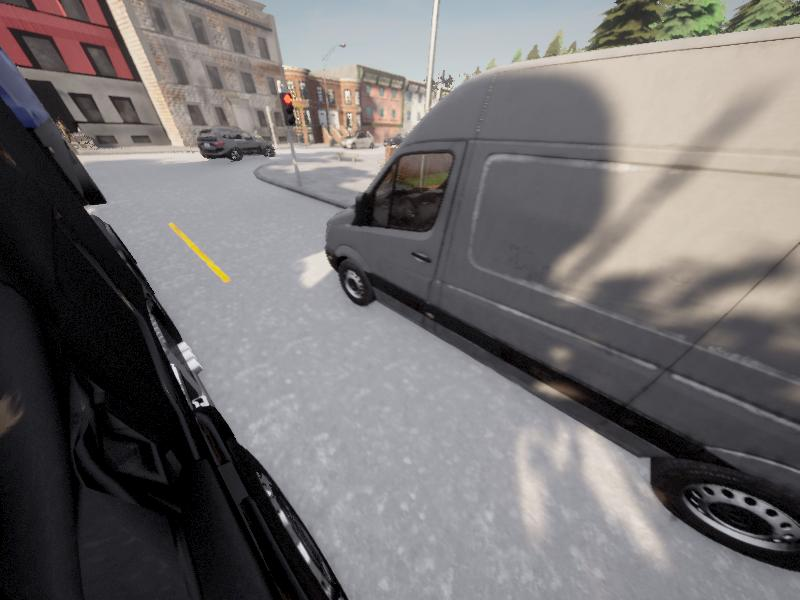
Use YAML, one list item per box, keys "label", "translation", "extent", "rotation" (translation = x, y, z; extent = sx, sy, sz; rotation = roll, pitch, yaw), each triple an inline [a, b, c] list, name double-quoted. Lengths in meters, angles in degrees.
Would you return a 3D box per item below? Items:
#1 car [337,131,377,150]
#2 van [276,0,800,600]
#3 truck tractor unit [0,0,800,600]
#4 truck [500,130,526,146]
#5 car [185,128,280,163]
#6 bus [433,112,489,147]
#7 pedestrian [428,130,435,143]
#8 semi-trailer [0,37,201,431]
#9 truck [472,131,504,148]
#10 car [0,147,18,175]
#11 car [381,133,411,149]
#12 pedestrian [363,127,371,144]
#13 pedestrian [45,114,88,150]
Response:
- label: "car"
  translation: [-4.720, -17.809, 25.801]
  extent: [1.851, 1.617, 3.988]
  rotation: [29, 44, 30]
- label: "van"
  translation: [1.470, -0.545, 2.346]
  extent: [5.915, 2.561, 1.988]
  rotation: [30, 44, 31]
- label: "truck tractor unit"
  translation: [-2.645, -0.295, 0.352]
  extent: [6.516, 4.208, 3.053]
  rotation: [28, 44, 30]
- label: "truck"
  translation: [22.661, -32.513, 46.423]
  extent: [2.627, 2.467, 5.204]
  rotation: [29, 42, 30]
- label: "car"
  translation: [-10.903, -10.516, 15.609]
  extent: [2.242, 1.667, 4.611]
  rotation: [12, 38, 14]
- label: "bus"
  translation: [10.366, -28.642, 39.020]
  extent: [3.944, 4.253, 10.273]
  rotation: [29, 44, 31]
- label: "pedestrian"
  translation: [5.962, -30.957, 43.700]
  extent: [0.751, 1.860, 0.751]
  rotation: [-14, 40, -20]
- label: "semi-trailer"
  translation: [-8.664, -3.629, 4.259]
  extent: [14.254, 4.402, 2.717]
  rotation: [29, 44, 30]
- label: "truck"
  translation: [14.971, -27.301, 39.317]
  extent: [2.390, 2.098, 6.274]
  rotation: [29, 44, 31]
- label: "car"
  translation: [-18.210, -5.164, 8.188]
  extent: [1.812, 1.442, 4.674]
  rotation: [29, 44, 31]
- label: "car"
  translation: [-0.539, -20.528, 29.759]
  extent: [1.845, 1.501, 3.633]
  rotation: [29, 44, 31]
- label: "pedestrian"
  translation: [-4.540, -22.772, 32.017]
  extent: [0.751, 1.860, 0.751]
  rotation: [-27, 46, -34]
- label: "pedestrian"
  translation: [-21.886, -10.997, 15.187]
  extent: [0.751, 1.860, 0.751]
  rotation: [26, 42, 27]
